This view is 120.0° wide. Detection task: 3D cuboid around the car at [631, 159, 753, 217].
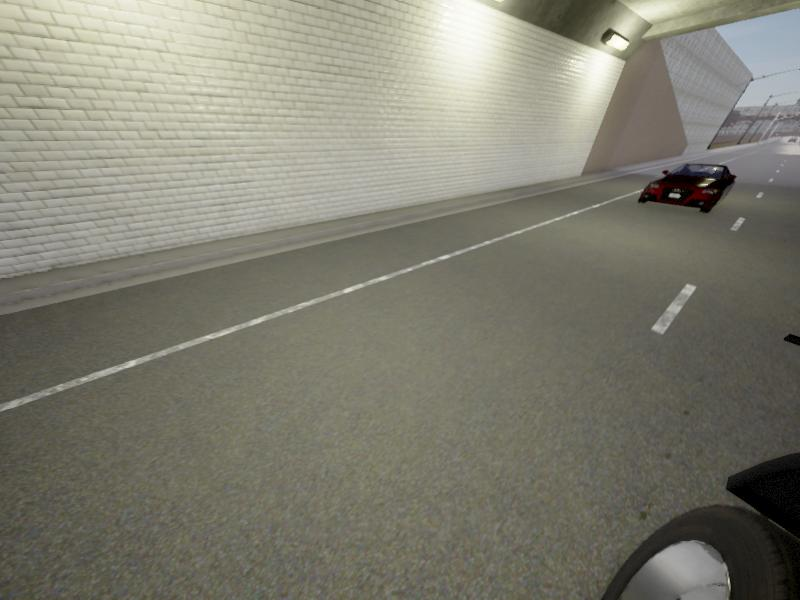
[{"bbox_3d":[11.398,-4.524,9.038,4.181,1.385,1.994,-22,41,-28],"label":"car"}]
